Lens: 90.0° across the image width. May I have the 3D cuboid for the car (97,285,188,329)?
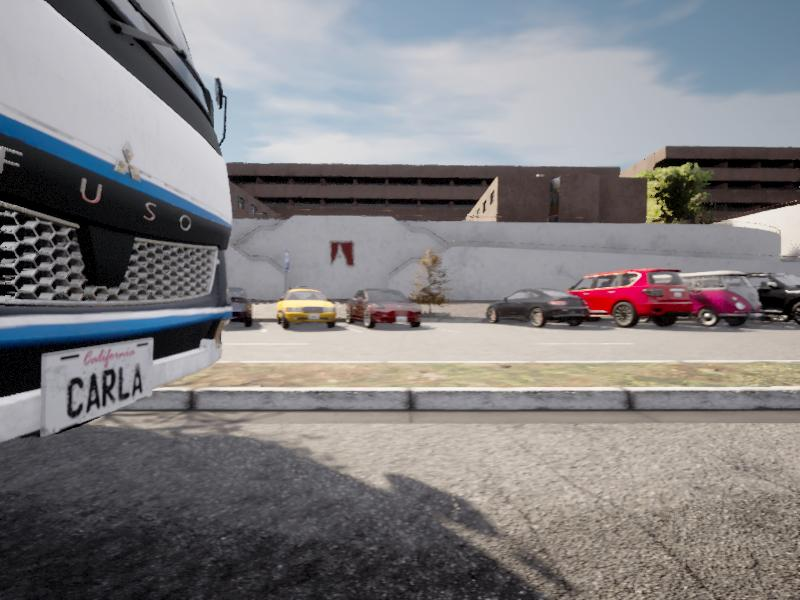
[{"bbox_3d":[-9.726,0.259,15.567,2.002,1.452,4.674,0,-1,-20],"label":"car"}]

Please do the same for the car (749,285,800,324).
[{"bbox_3d":[17.136,0.170,15.554,2.231,1.521,4.892,0,-1,-20],"label":"car"}]

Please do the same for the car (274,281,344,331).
[{"bbox_3d":[-3.685,0.231,15.397,1.946,1.575,5.366,1,-1,-20],"label":"car"}]

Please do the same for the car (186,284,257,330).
[{"bbox_3d":[-6.754,0.263,15.597,2.163,1.488,4.792,0,-1,-20],"label":"car"}]

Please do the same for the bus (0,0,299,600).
[{"bbox_3d":[-6.100,-1.142,1.820,10.273,4.253,3.944,0,0,0],"label":"bus"}]

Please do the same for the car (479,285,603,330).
[{"bbox_3d":[5.200,0.266,15.562,2.002,1.452,4.674,0,-1,-20],"label":"car"}]

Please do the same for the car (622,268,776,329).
[{"bbox_3d":[11.213,-0.027,15.457,1.878,1.987,4.442,0,-1,-20],"label":"car"}]

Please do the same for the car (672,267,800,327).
[{"bbox_3d":[14.166,-0.067,15.540,2.435,2.045,5.566,0,-1,-20],"label":"car"}]

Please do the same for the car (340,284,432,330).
[{"bbox_3d":[-0.757,0.268,15.541,2.163,1.488,4.792,1,-1,-20],"label":"car"}]

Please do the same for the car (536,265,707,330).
[{"bbox_3d":[8.170,-0.035,15.593,2.435,2.045,5.566,0,-1,-20],"label":"car"}]
